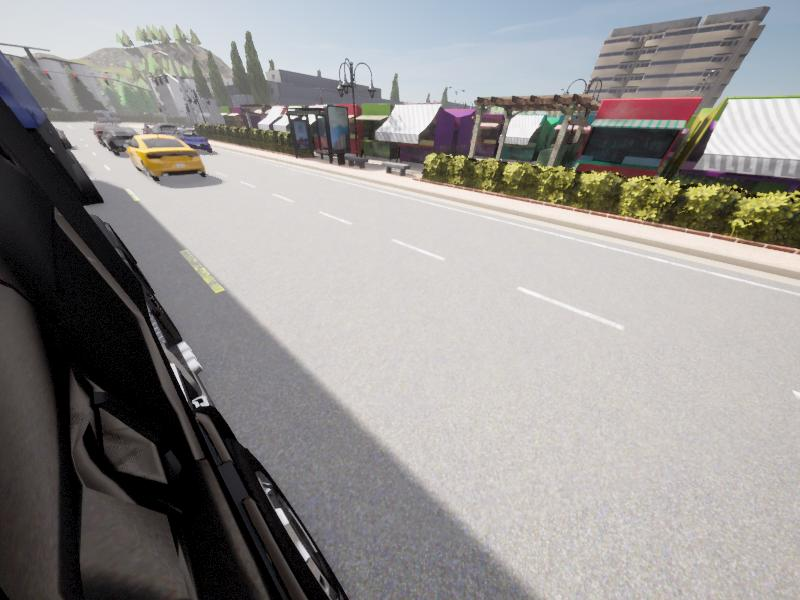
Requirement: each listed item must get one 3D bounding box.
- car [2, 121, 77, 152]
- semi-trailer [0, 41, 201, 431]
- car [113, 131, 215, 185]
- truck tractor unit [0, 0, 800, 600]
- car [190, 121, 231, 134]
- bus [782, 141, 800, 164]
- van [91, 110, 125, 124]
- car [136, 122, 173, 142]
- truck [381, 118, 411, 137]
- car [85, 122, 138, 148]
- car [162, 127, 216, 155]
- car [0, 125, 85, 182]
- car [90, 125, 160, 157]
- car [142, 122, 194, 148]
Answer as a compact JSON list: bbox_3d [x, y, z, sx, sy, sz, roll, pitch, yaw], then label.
[{"bbox_3d":[-25.048,-11.550,16.232,4.792,1.488,2.163,29,44,31],"label":"car"},{"bbox_3d":[-8.680,-3.621,4.238,14.254,4.402,2.717,28,44,30],"label":"semi-trailer"},{"bbox_3d":[-10.662,-6.510,10.374,5.008,1.535,1.882,28,44,30],"label":"car"},{"bbox_3d":[-2.645,-0.295,0.351,6.516,4.208,3.053,28,44,30],"label":"truck tractor unit"},{"bbox_3d":[-34.092,-31.123,41.670,2.152,1.651,5.027,31,45,33],"label":"car"},{"bbox_3d":[61.050,-21.444,32.529,3.944,4.253,10.273,28,44,30],"label":"bus"},{"bbox_3d":[-72.191,-45.248,57.295,1.988,2.561,5.915,-9,38,-16],"label":"van"},{"bbox_3d":[-25.602,-17.504,24.105,3.633,1.501,1.845,31,45,33],"label":"car"},{"bbox_3d":[-1.089,-46.424,62.368,2.891,3.827,8.468,30,44,31],"label":"truck"},{"bbox_3d":[-24.003,-13.776,19.223,5.008,1.535,1.882,29,44,30],"label":"car"},{"bbox_3d":[-16.178,-12.226,17.706,4.193,1.474,1.816,29,44,30],"label":"car"},{"bbox_3d":[-15.926,-6.573,10.095,5.366,1.575,1.801,28,44,30],"label":"car"},{"bbox_3d":[-18.828,-10.919,15.787,4.792,1.488,2.163,29,44,30],"label":"car"},{"bbox_3d":[-21.114,-14.999,20.967,4.856,1.649,2.033,29,44,30],"label":"car"}]
